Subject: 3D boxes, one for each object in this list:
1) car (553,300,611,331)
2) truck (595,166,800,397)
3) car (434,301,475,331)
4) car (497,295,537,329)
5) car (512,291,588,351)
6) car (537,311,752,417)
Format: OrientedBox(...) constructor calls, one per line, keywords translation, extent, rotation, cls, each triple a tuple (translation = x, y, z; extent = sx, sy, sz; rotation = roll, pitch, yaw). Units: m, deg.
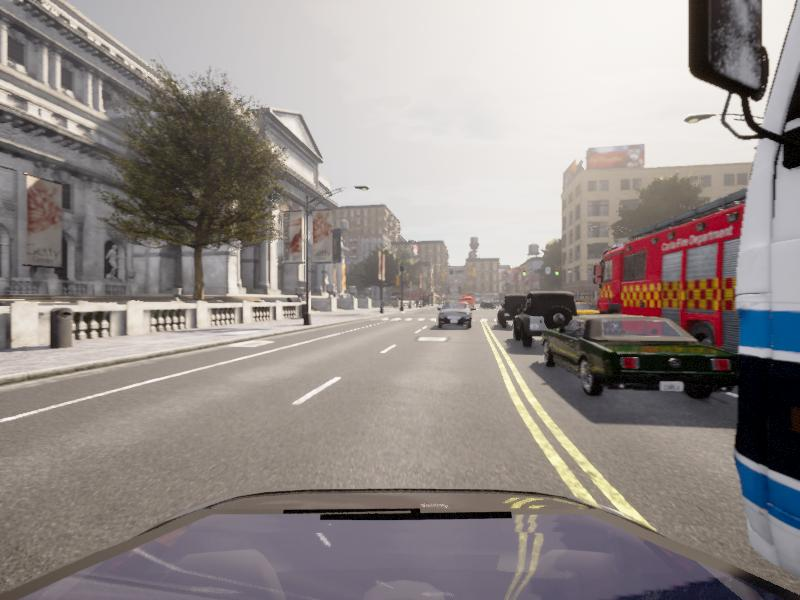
OrientedBox(translation=(10.372, 0.812, 23.224), extent=(1.801, 1.575, 5.366), rotation=(0, 0, 10), cls="car")
OrientedBox(translation=(8.129, -0.312, 10.686), extent=(2.891, 3.827, 8.468), rotation=(0, 0, 9), cls="truck")
OrientedBox(translation=(3.250, 0.844, 23.178), extent=(2.128, 1.511, 4.902), rotation=(0, 0, 10), cls="car")
OrientedBox(translation=(7.001, 0.656, 24.263), extent=(1.905, 1.878, 3.866), rotation=(0, 0, 10), cls="car")
OrientedBox(translation=(5.281, 0.654, 14.573), extent=(1.905, 1.878, 3.866), rotation=(0, 0, 10), cls="car")
OrientedBox(translation=(4.198, 0.948, 7.946), extent=(1.895, 1.301, 4.718), rotation=(0, 0, 7), cls="car")
